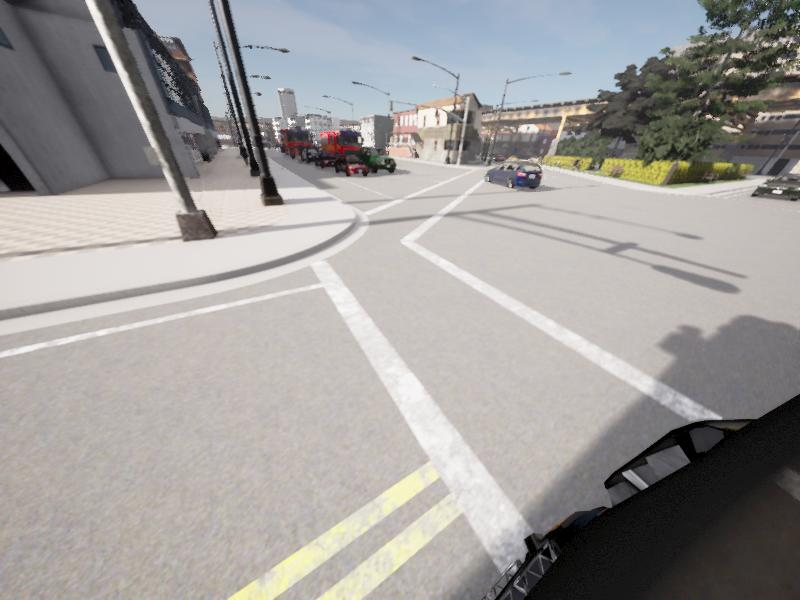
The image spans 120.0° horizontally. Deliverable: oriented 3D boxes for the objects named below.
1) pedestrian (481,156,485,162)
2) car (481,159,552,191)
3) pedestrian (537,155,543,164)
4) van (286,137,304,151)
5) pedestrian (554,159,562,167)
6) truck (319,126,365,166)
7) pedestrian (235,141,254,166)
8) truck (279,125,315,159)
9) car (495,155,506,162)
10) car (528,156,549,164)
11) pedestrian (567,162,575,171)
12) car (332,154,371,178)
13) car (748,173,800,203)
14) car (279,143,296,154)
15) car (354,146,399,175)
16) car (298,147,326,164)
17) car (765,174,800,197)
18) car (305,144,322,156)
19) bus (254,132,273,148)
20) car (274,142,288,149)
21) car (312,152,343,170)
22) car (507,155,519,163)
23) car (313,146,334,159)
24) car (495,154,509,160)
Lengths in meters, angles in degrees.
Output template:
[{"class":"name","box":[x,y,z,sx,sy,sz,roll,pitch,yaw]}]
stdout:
[{"class":"pedestrian","box":[18.069,-30.657,50.360,0.500,1.100,0.500,10,34,11]},{"class":"car","box":[8.527,-9.601,17.580,2.242,1.667,4.611,-6,34,-13]},{"class":"pedestrian","box":[34.444,-34.706,56.949,0.751,1.860,0.751,16,36,20]},{"class":"van","box":[-23.825,-35.421,52.344,2.351,2.431,6.366,-16,38,-26]},{"class":"pedestrian","box":[31.156,-26.975,45.511,0.751,1.300,0.751,14,35,17]},{"class":"truck","box":[-7.612,-19.846,29.758,2.891,3.827,8.468,-16,39,-26]},{"class":"pedestrian","box":[-14.217,-13.375,21.132,0.751,1.860,0.751,28,41,33]},{"class":"truck","box":[-15.737,-23.995,35.094,2.891,3.827,8.468,-16,39,-26]},{"class":"car","box":[27.320,-38.488,62.856,1.970,1.475,3.806,10,34,11]},{"class":"car","box":[42.826,-43.317,71.365,2.152,1.651,5.027,-16,38,-26]},{"class":"pedestrian","box":[27.023,-21.118,36.525,0.500,1.100,0.500,12,35,14]},{"class":"car","box":[-4.166,-11.498,19.694,1.816,1.474,4.193,-16,38,-26]},{"class":"car","box":[29.796,-8.764,17.822,5.027,1.651,2.152,-16,38,-25]},{"class":"car","box":[-20.626,-27.897,42.431,1.994,1.385,4.181,-16,39,-26]},{"class":"car","box":[-2.438,-13.931,22.957,2.150,2.045,5.566,-16,38,-26]},{"class":"car","box":[-11.270,-18.497,29.513,2.038,1.542,4.974,-16,39,-26]},{"class":"car","box":[35.802,-10.418,20.870,4.792,1.488,2.163,-16,38,-26]},{"class":"car","box":[-15.291,-26.475,40.764,1.816,1.474,4.193,-16,39,-26]},{"class":"bus","box":[-46.623,-54.238,78.628,3.944,4.253,10.273,-16,37,-26]},{"class":"car","box":[-32.390,-41.916,62.685,1.812,1.442,4.674,-24,41,-34]},{"class":"car","box":[-7.768,-14.946,24.712,1.994,1.385,4.181,-16,38,-25]},{"class":"car","box":[31.071,-38.813,63.510,1.801,1.575,5.366,10,34,11]},{"class":"car","box":[-12.122,-23.272,36.470,1.812,1.442,4.674,-16,39,-26]},{"class":"car","box":[37.404,-52.503,84.791,1.816,1.474,4.193,-16,38,-26]}]
